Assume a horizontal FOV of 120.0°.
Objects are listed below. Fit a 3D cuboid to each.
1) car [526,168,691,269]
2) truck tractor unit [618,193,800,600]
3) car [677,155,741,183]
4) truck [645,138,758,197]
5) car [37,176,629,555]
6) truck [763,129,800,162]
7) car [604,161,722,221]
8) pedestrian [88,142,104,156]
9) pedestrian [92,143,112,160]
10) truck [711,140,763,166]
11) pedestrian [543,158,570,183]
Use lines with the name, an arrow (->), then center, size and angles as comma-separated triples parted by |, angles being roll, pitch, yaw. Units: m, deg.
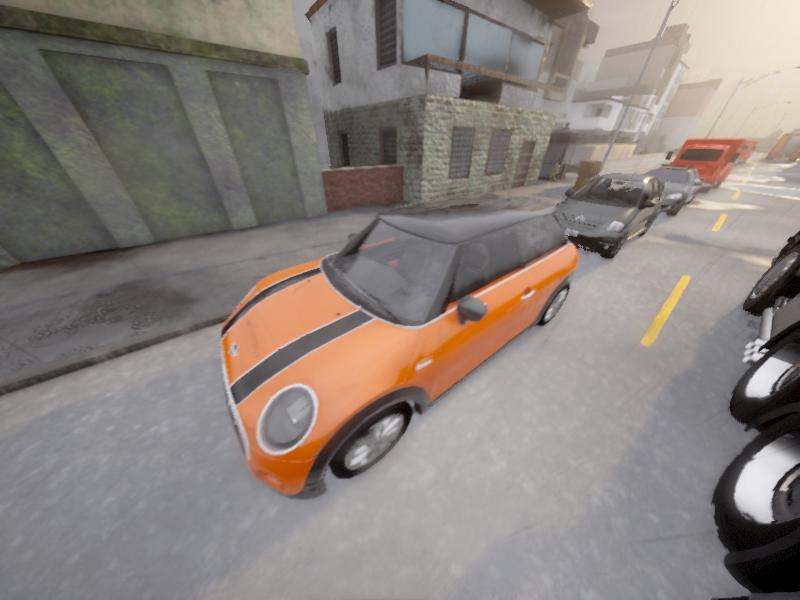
car -> 5.569, -2.441, 6.201 | 3.988, 1.617, 1.851 | -23, 41, -30
truck tractor unit -> 4.982, -0.411, 0.946 | 6.516, 4.208, 3.053 | -23, 41, -29
car -> 23.160, -9.885, 17.269 | 5.357, 1.411, 2.033 | -23, 41, -30
truck -> 17.092, -7.730, 13.162 | 5.204, 2.467, 2.627 | -23, 41, -30
car -> 0.330, -0.271, 2.864 | 4.553, 1.767, 2.097 | -23, 41, -30
truck -> 58.322, -23.084, 34.447 | 8.468, 3.827, 2.891 | -23, 41, -30
car -> 10.947, -4.712, 9.587 | 4.974, 1.542, 2.038 | -23, 41, -30
pedestrian -> -49.221, -24.455, 37.366 | 0.751, 1.860, 0.751 | -27, 43, -33
pedestrian -> -38.928, -19.471, 30.222 | 0.751, 1.860, 0.751 | -26, 42, -33
truck -> 41.277, -18.080, 28.306 | 5.204, 2.467, 2.627 | -23, 41, -30
pedestrian -> 9.868, -8.182, 14.588 | 0.751, 1.300, 0.751 | -14, 37, -20
